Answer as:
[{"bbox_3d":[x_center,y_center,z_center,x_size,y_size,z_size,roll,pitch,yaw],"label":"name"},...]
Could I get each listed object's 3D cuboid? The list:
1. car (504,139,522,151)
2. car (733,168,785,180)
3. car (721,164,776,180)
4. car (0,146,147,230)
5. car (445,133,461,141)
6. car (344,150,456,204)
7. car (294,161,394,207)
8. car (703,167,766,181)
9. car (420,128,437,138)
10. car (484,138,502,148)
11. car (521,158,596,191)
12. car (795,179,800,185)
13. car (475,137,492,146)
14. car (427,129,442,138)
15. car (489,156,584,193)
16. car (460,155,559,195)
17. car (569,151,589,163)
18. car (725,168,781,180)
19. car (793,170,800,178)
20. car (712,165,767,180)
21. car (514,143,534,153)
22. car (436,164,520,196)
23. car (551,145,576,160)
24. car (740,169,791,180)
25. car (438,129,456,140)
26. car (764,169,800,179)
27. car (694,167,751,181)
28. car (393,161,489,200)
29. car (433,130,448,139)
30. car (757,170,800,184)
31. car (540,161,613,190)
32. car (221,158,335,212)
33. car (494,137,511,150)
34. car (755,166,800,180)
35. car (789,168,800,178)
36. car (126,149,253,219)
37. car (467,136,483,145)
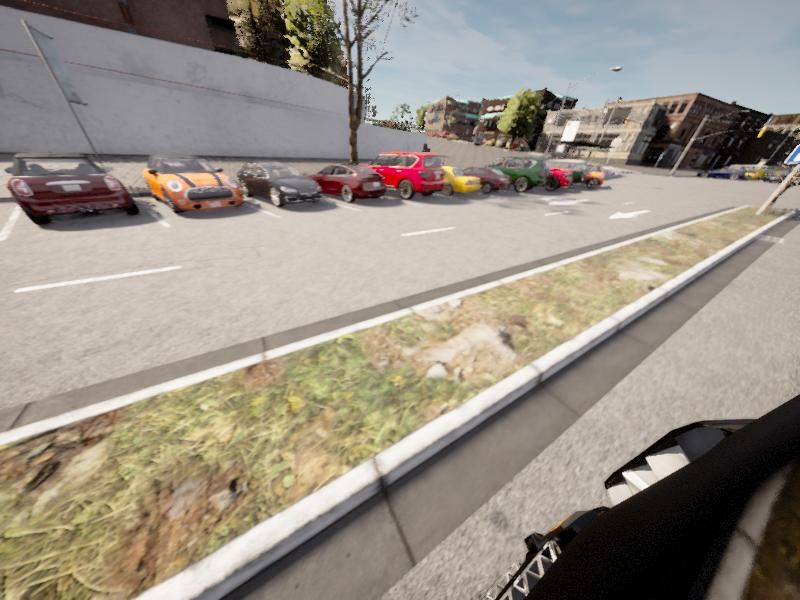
[{"bbox_3d":[25.649,-35.184,52.475,1.878,1.987,4.442,32,42,28],"label":"car"},{"bbox_3d":[63.101,-22.238,40.734,2.002,1.452,4.674,-26,42,-36],"label":"car"},{"bbox_3d":[57.653,-21.283,38.402,1.878,1.987,4.442,-26,42,-37],"label":"car"},{"bbox_3d":[-10.545,-3.815,7.409,4.553,1.767,2.185,26,40,32],"label":"car"},{"bbox_3d":[15.446,-47.137,66.811,1.946,1.575,5.366,31,42,28],"label":"car"},{"bbox_3d":[-0.205,-6.896,12.627,5.566,2.045,2.435,26,40,32],"label":"car"},{"bbox_3d":[-2.812,-5.923,11.463,4.792,1.488,2.163,26,40,32],"label":"car"},{"bbox_3d":[52.185,-19.892,36.297,1.946,1.575,5.366,-27,42,-37],"label":"car"},{"bbox_3d":[9.284,-53.932,74.519,2.435,2.045,5.566,27,38,31],"label":"car"},{"bbox_3d":[22.866,-38.567,56.822,1.946,1.575,5.366,31,42,28],"label":"car"},{"bbox_3d":[12.943,-10.474,19.106,4.442,1.987,1.878,26,39,32],"label":"car"},{"bbox_3d":[54.863,-15.870,30.404,4.193,1.474,1.816,-12,36,-22],"label":"car"},{"bbox_3d":[21.273,-40.179,58.733,2.002,1.452,4.674,32,42,28],"label":"car"},{"bbox_3d":[10.814,-52.271,72.614,2.185,1.767,4.553,29,40,28],"label":"car"},{"bbox_3d":[10.261,-9.806,17.842,5.566,2.045,2.435,26,39,32],"label":"car"},{"bbox_3d":[7.601,-9.095,16.561,5.566,2.045,2.435,26,40,32],"label":"car"},{"bbox_3d":[33.048,-26.435,42.692,2.002,1.452,4.674,31,42,28],"label":"car"},{"bbox_3d":[60.327,-21.714,39.667,2.231,1.521,4.892,-26,42,-37],"label":"car"},{"bbox_3d":[91.213,-27.393,50.521,2.231,1.521,4.892,-23,40,-34],"label":"car"},{"bbox_3d":[54.788,-20.675,37.458,2.185,1.767,4.553,-26,42,-37],"label":"car"},{"bbox_3d":[27.157,-33.332,50.680,2.231,1.521,4.892,31,42,28],"label":"car"},{"bbox_3d":[5.009,-8.106,15.392,4.674,1.452,2.002,26,40,32],"label":"car"},{"bbox_3d":[31.622,-28.395,44.539,2.435,2.045,5.566,32,42,28],"label":"car"},{"bbox_3d":[65.882,-22.797,41.785,2.002,1.452,4.674,-25,41,-36],"label":"car"},{"bbox_3d":[13.839,-48.961,68.512,2.435,2.045,5.566,31,42,27],"label":"car"},{"bbox_3d":[77.073,-24.958,45.802,2.097,1.535,5.008,-24,41,-35],"label":"car"},{"bbox_3d":[49.274,-19.435,35.469,4.792,1.488,2.163,29,42,36],"label":"car"},{"bbox_3d":[2.265,-7.480,14.158,5.366,1.575,1.946,26,40,32],"label":"car"},{"bbox_3d":[12.292,-50.583,70.586,2.185,1.767,4.553,30,41,27],"label":"car"},{"bbox_3d":[53.852,-17.468,32.751,4.902,1.511,2.128,-12,36,-21],"label":"car"},{"bbox_3d":[15.500,-11.133,20.486,4.553,1.767,2.185,26,40,32],"label":"car"},{"bbox_3d":[-5.383,-5.204,10.128,4.892,1.521,2.231,26,39,32],"label":"car"},{"bbox_3d":[24.173,-36.905,54.483,1.878,1.987,4.442,32,42,28],"label":"car"},{"bbox_3d":[74.297,-24.640,44.660,2.435,2.045,5.566,-24,41,-36],"label":"car"},{"bbox_3d":[88.385,-27.022,49.523,2.185,1.767,4.553,-23,40,-34],"label":"car"},{"bbox_3d":[-7.994,-4.581,8.759,4.553,1.767,2.185,26,39,32],"label":"car"},{"bbox_3d":[19.782,-41.896,60.734,2.002,1.452,4.674,31,42,28],"label":"car"}]
